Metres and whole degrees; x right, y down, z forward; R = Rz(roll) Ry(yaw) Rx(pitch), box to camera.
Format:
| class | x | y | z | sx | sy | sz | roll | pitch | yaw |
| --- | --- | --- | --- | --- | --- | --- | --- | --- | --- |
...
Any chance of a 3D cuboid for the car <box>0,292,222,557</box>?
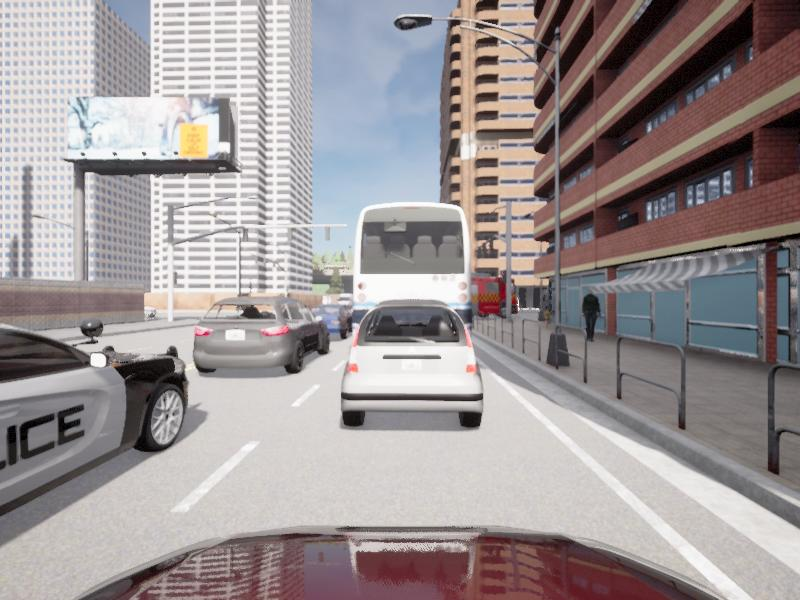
| class | x | y | z | sx | sy | sz | roll | pitch | yaw |
| --- | --- | --- | --- | --- | --- | --- | --- | --- | --- |
| car | -3.426 | 0.770 | 2.773 | 1.930 | 1.638 | 5.238 | 0 | 0 | 2 |

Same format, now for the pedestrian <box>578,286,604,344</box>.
| class | x | y | z | sx | sy | sz | roll | pitch | yaw |
| --- | --- | --- | --- | --- | --- | --- | --- | --- | --- |
| pedestrian | 6.291 | 0.479 | 13.203 | 0.751 | 1.860 | 0.751 | 0 | 0 | 22 |

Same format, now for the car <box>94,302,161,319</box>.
| class | x | y | z | sx | sy | sz | roll | pitch | yaw |
| --- | --- | --- | --- | --- | --- | --- | --- | --- | --- |
| car | -23.788 | 0.857 | 35.048 | 4.674 | 1.442 | 1.812 | 0 | 0 | 2 |

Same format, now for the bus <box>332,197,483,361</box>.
| class | x | y | z | sx | sy | sz | roll | pitch | yaw |
| --- | --- | --- | --- | --- | --- | --- | --- | --- | --- |
| bus | 0.342 | -0.540 | 15.570 | 3.944 | 4.253 | 10.273 | 0 | 0 | 2 |

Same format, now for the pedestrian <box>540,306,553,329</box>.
| class | x | y | z | sx | sy | sz | roll | pitch | yaw |
| --- | --- | --- | --- | --- | --- | --- | --- | --- | --- |
| pedestrian | 7.288 | 0.874 | 19.874 | 0.500 | 1.100 | 0.500 | 0 | 0 | 4 |

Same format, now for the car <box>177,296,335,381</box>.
| class | x | y | z | sx | sy | sz | roll | pitch | yaw |
| --- | --- | --- | --- | --- | --- | --- | --- | --- | --- |
| car | -3.202 | 0.752 | 10.151 | 2.242 | 1.667 | 4.611 | 0 | 0 | 2 |

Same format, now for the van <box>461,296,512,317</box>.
| class | x | y | z | sx | sy | sz | roll | pitch | yaw |
| --- | --- | --- | --- | --- | --- | --- | --- | --- | --- |
| van | 8.010 | 0.584 | 37.506 | 4.442 | 1.987 | 1.775 | 0 | 0 | 2 |

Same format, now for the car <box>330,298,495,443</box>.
| class | x | y | z | sx | sy | sz | roll | pitch | yaw |
| --- | --- | --- | --- | --- | --- | --- | --- | --- | --- |
| car | 0.191 | 0.786 | 6.481 | 1.851 | 1.617 | 3.988 | 0 | 0 | 2 |

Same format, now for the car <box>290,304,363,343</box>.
| class | x | y | z | sx | sy | sz | roll | pitch | yaw |
| --- | --- | --- | --- | --- | --- | --- | --- | --- | --- |
| car | -2.979 | 0.888 | 17.527 | 2.033 | 1.411 | 5.357 | 0 | 0 | 2 |

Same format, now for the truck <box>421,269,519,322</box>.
| class | x | y | z | sx | sy | sz | roll | pitch | yaw |
| --- | --- | --- | --- | --- | --- | --- | --- | --- | --- |
| truck | 5.943 | -0.334 | 33.006 | 8.468 | 3.827 | 2.891 | 0 | 0 | -36 |

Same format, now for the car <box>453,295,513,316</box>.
| class | x | y | z | sx | sy | sz | roll | pitch | yaw |
| --- | --- | --- | --- | --- | --- | --- | --- | --- | --- |
| car | 8.376 | 0.552 | 40.703 | 5.566 | 2.045 | 2.150 | 0 | 0 | -1 |

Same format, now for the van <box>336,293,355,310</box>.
| class | x | y | z | sx | sy | sz | roll | pitch | yaw |
| --- | --- | --- | --- | --- | --- | --- | --- | --- | --- |
| van | -8.598 | 0.298 | 63.775 | 1.988 | 2.561 | 5.915 | 0 | 0 | 2 |
